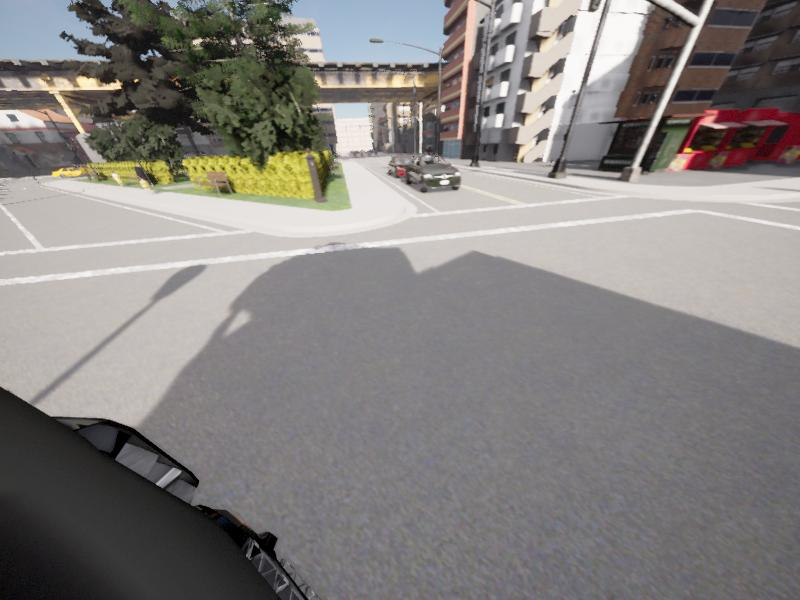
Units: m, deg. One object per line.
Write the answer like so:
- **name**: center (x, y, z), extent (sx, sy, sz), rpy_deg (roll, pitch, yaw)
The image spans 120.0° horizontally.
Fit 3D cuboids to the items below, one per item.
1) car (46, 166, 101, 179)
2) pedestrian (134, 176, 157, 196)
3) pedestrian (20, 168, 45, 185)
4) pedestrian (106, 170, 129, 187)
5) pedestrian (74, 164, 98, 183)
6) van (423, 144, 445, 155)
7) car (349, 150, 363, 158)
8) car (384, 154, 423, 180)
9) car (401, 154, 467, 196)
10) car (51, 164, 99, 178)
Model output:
- **car**: center (-57.154, -22.449, 40.589), extent (5.366, 1.575, 1.801), rpy_deg (-15, 36, -18)
- **pedestrian**: center (-16.496, -7.395, 14.975), extent (0.500, 1.100, 0.500), rpy_deg (20, 40, 30)
- **pedestrian**: center (-47.330, -15.944, 29.768), extent (0.751, 1.860, 0.751), rpy_deg (-31, 43, -35)
- **pedestrian**: center (-25.619, -11.025, 20.945), extent (0.751, 1.300, 0.751), rpy_deg (21, 40, 31)
- **pedestrian**: center (-35.891, -14.482, 26.417), extent (0.751, 1.860, 0.751), rpy_deg (17, 39, 27)
- **van**: center (7.964, -35.516, 54.557), extent (4.480, 2.038, 2.069), rpy_deg (-9, 34, -10)
- **car**: center (-11.897, -39.781, 62.900), extent (2.038, 1.542, 4.974), rpy_deg (5, 34, 11)
- **car**: center (0.172, -11.197, 19.318), extent (2.163, 1.488, 4.792), rpy_deg (-9, 34, -9)
- **car**: center (1.706, -7.552, 13.621), extent (2.152, 1.651, 5.027), rpy_deg (-9, 34, -9)
- **car**: center (-60.284, -24.087, 42.991), extent (4.605, 1.855, 1.932), rpy_deg (-9, 34, -10)
